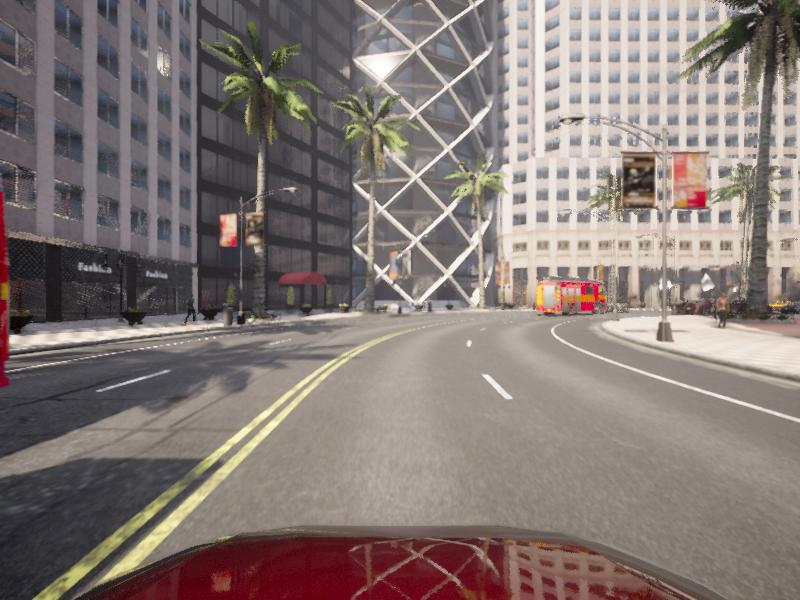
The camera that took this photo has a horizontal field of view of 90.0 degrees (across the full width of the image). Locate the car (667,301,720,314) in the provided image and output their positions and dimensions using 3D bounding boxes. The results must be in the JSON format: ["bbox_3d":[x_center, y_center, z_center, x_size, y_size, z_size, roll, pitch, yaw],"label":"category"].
[{"bbox_3d":[34.099,0.828,46.546,4.892,1.490,1.837,1,0,-4],"label":"car"}]

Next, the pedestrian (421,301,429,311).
[{"bbox_3d":[3.097,0.749,49.387,0.751,1.300,0.751,0,0,-40],"label":"pedestrian"}]

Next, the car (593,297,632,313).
[{"bbox_3d":[25.863,0.629,48.749,3.866,1.878,1.905,0,0,-16],"label":"car"}]

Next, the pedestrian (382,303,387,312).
[{"bbox_3d":[-1.754,0.850,45.640,0.500,1.100,0.500,0,0,-18],"label":"pedestrian"}]

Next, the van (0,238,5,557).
[{"bbox_3d":[-3.421,0.600,0.315,1.775,1.987,4.442,0,0,1],"label":"van"}]

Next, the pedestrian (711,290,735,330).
[{"bbox_3d":[15.603,0.479,19.320,0.751,1.860,0.751,0,0,26],"label":"pedestrian"}]

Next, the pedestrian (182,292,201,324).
[{"bbox_3d":[-12.629,0.477,24.229,0.751,1.860,0.751,0,0,16],"label":"pedestrian"}]

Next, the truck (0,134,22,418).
[{"bbox_3d":[-6.950,-0.322,1.515,2.891,3.827,8.468,0,0,2],"label":"truck"}]

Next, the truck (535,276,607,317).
[{"bbox_3d":[17.814,-0.334,41.409,8.468,3.827,2.891,0,0,-36],"label":"truck"}]

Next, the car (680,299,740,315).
[{"bbox_3d":[33.264,0.768,42.953,5.027,1.651,2.152,0,0,-7],"label":"car"}]
